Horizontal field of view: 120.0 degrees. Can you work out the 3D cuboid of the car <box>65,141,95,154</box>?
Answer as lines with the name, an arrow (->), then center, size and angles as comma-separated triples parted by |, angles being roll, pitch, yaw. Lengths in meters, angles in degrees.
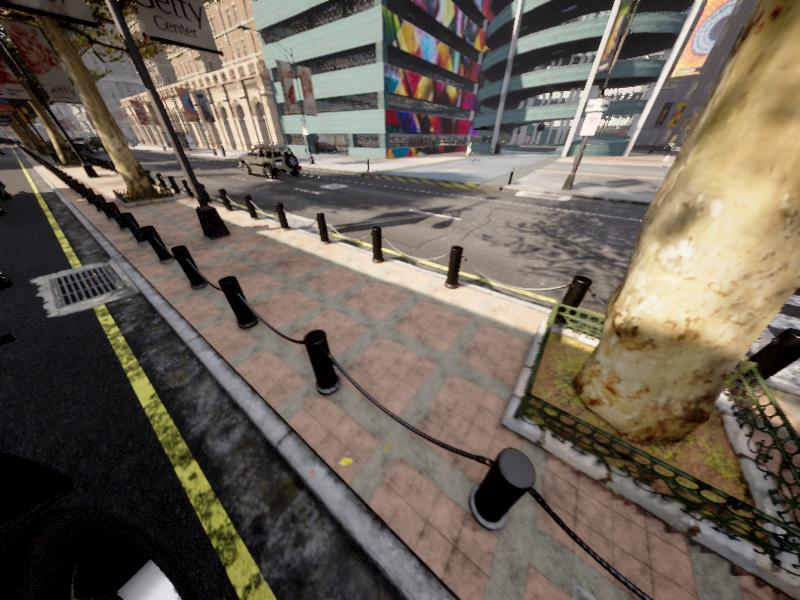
car -> -49.583, -23.657, 35.769 | 4.892, 1.490, 1.837 | 23, 41, 28

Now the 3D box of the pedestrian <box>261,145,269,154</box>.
pedestrian -> -19.321, -21.609, 33.141 | 0.500, 1.100, 0.500 | 8, 36, 11

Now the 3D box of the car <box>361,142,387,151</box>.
car -> -4.969, -29.461, 44.283 | 4.718, 1.301, 1.895 | 23, 41, 28

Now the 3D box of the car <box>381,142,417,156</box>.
car -> -0.252, -22.258, 33.951 | 4.902, 1.511, 2.128 | 23, 41, 28

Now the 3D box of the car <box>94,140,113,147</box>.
car -> -70.157, -36.973, 54.664 | 4.718, 1.301, 1.895 | 23, 41, 28

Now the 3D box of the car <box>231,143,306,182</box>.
car -> -8.627, -9.166, 15.210 | 4.605, 1.855, 1.932 | 23, 41, 28

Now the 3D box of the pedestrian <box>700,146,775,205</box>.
pedestrian -> 12.623, -4.680, 8.722 | 0.751, 1.860, 0.751 | -25, 43, -32

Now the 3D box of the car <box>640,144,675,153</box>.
car -> 52.246, -30.883, 46.896 | 1.994, 1.385, 4.181 | -8, 36, -12

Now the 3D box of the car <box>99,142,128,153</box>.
car -> -46.781, -24.925, 37.683 | 3.806, 1.475, 1.970 | 23, 41, 28

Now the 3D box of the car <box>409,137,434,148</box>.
car -> 5.142, -38.721, 56.738 | 5.566, 2.045, 2.435 | 23, 41, 28

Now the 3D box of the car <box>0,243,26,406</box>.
car -> -6.547, 0.072, 2.485 | 4.792, 1.488, 2.163 | 24, 42, 30

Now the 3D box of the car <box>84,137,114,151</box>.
car -> -55.638, -28.893, 42.683 | 5.566, 2.045, 2.150 | 23, 41, 28

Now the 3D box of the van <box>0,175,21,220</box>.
van -> -16.040, -4.324, 7.812 | 6.366, 2.431, 2.351 | 23, 41, 28

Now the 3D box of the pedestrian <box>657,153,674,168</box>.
pedestrian -> 22.652, -11.897, 19.692 | 0.500, 1.100, 0.500 | 29, 44, 34

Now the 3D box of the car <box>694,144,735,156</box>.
car -> 52.661, -25.264, 38.794 | 1.789, 1.549, 3.705 | 2, 36, 3

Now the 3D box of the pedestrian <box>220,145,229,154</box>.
pedestrian -> -25.143, -21.590, 33.069 | 0.500, 1.100, 0.500 | 26, 43, 32

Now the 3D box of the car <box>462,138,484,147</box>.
car -> 21.651, -46.797, 68.664 | 5.566, 2.045, 2.150 | 23, 41, 28

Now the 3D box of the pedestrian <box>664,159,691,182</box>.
pedestrian -> 16.163, -7.536, 13.458 | 0.500, 1.100, 0.500 | -24, 42, -31

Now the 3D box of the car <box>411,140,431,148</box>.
car -> 5.092, -38.420, 56.991 | 4.514, 1.523, 2.007 | 23, 41, 28

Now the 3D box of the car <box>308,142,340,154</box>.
car -> -12.070, -24.235, 36.732 | 4.786, 1.482, 2.161 | 23, 41, 28

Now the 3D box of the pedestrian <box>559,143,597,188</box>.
pedestrian -> 8.874, -6.711, 11.573 | 0.751, 1.860, 0.751 | -28, 44, -34

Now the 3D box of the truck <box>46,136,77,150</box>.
truck -> -67.727, -31.492, 46.218 | 6.274, 2.098, 2.390 | 23, 41, 28

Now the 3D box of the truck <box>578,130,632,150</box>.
truck -> 48.468, -38.141, 55.041 | 2.891, 3.827, 8.468 | -18, 39, -23

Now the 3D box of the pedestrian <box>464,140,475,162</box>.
pedestrian -> 7.310, -15.672, 24.267 | 0.751, 1.860, 0.751 | 12, 37, 16

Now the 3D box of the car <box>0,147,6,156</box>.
car -> -55.776, -20.544, 31.356 | 4.674, 1.442, 1.812 | 23, 41, 28

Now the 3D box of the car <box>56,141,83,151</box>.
car -> -59.646, -27.820, 41.692 | 4.181, 1.385, 1.994 | 23, 41, 28
